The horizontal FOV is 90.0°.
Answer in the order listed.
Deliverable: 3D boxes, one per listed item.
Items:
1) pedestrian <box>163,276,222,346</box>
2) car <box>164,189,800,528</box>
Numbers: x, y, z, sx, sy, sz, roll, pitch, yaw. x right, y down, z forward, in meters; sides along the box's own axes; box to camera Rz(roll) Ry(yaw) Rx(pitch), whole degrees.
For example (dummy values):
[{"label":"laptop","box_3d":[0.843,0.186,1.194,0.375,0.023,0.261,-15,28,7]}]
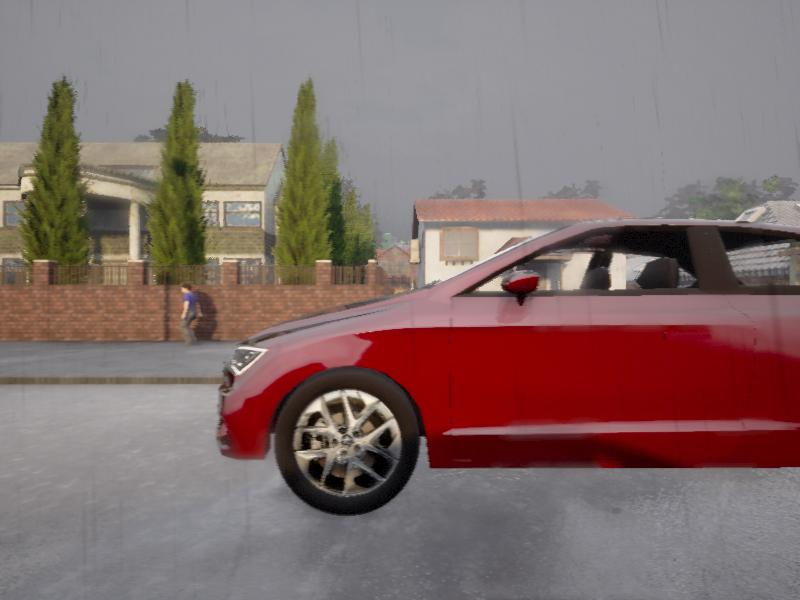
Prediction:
[{"label":"pedestrian","box_3d":[-4.020,0.213,7.810,0.751,1.300,0.751,0,0,2]},{"label":"car","box_3d":[1.066,0.254,2.661,4.193,1.474,1.816,0,0,0]}]
